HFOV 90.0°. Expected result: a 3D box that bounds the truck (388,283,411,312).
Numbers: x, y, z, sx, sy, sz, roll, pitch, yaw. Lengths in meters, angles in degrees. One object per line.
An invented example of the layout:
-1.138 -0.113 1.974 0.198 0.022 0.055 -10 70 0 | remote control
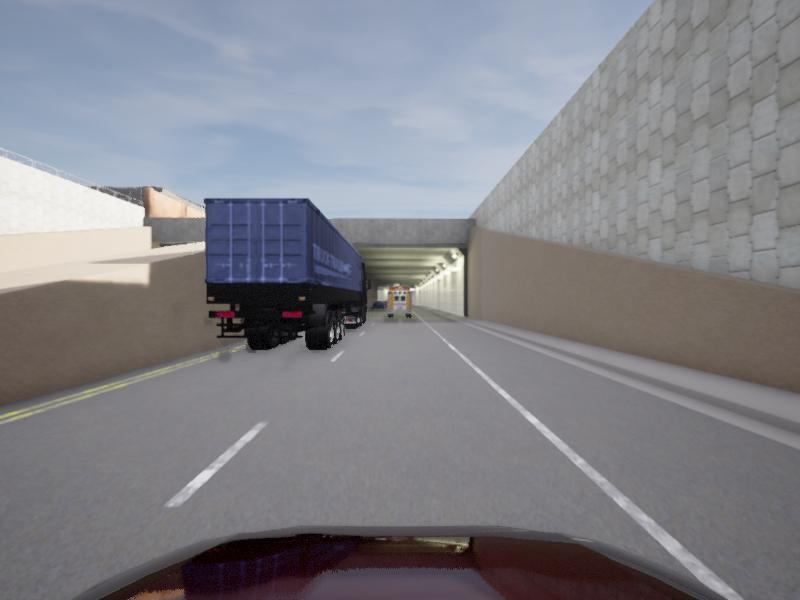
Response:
-0.017 -0.332 56.262 2.891 3.827 8.468 0 0 1 | truck

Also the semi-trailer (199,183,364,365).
-3.503 -0.622 16.794 2.717 4.402 14.254 0 0 0 | semi-trailer

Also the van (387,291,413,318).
-0.011 0.370 38.811 2.351 2.431 6.366 0 0 0 | van

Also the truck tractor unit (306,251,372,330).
-3.506 -0.524 24.711 3.053 4.208 6.516 0 0 0 | truck tractor unit

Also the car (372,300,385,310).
-3.521 0.810 66.431 1.882 1.535 5.008 0 0 0 | car
